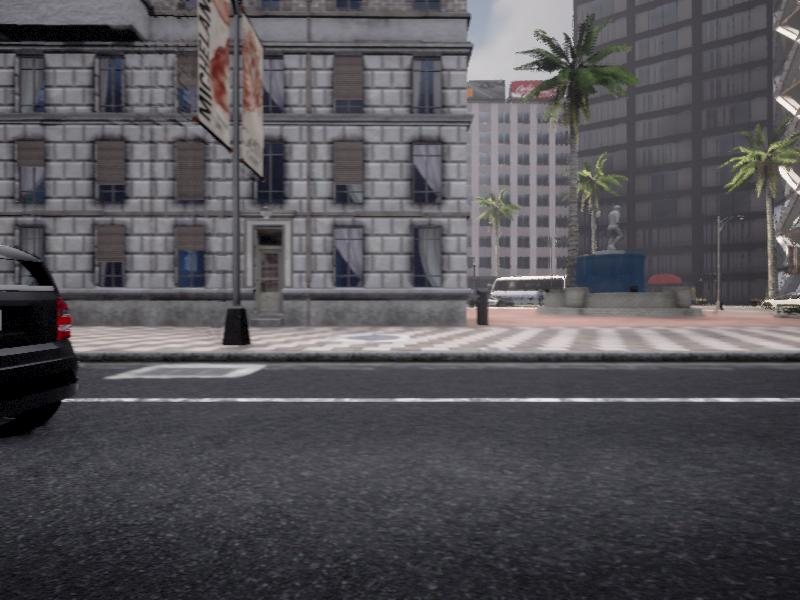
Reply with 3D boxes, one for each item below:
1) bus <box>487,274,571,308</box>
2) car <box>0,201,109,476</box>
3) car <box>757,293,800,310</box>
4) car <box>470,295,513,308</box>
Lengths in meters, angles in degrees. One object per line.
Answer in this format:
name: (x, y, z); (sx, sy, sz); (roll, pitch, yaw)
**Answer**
bus: (17.408, -1.136, 54.381); (10.273, 4.253, 3.944); (0, -1, 29)
car: (-4.101, 0.215, 2.198); (3.705, 1.549, 1.789); (0, 0, 0)
car: (38.118, 0.154, 38.924); (2.242, 1.667, 4.611); (0, 0, -26)
car: (11.342, 0.227, 49.526); (4.974, 1.542, 2.038); (0, 0, 21)
